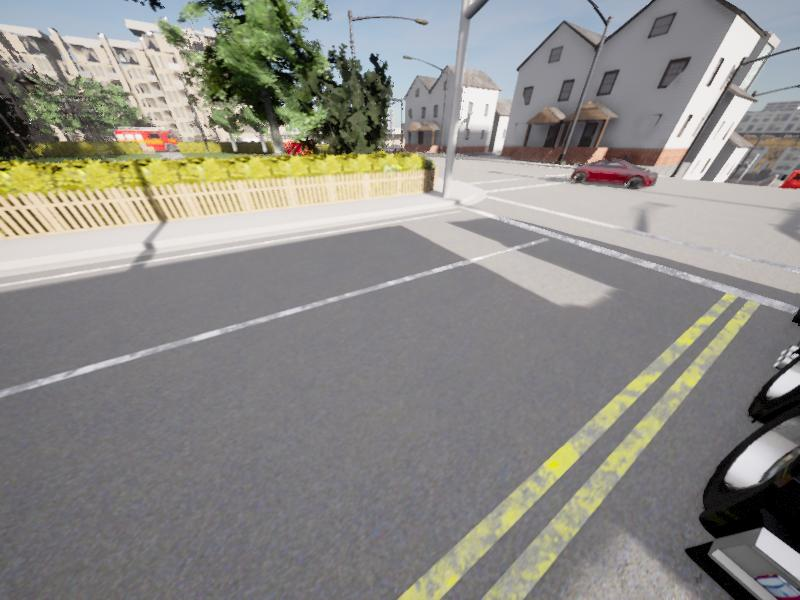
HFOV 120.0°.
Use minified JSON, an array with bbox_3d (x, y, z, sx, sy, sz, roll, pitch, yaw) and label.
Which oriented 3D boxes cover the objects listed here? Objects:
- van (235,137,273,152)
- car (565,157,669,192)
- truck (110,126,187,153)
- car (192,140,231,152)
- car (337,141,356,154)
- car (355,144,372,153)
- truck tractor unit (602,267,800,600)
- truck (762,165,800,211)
[{"bbox_3d":[-31.171,-33.308,49.488,6.366,2.431,2.351,-17,39,-23],"label":"van"},{"bbox_3d":[12.883,-7.706,13.983,4.181,1.385,1.994,30,44,35],"label":"car"},{"bbox_3d":[-45.713,-29.433,42.578,8.468,3.827,2.891,-17,38,-23],"label":"truck"},{"bbox_3d":[-37.794,-31.105,46.602,5.566,2.045,2.150,-17,38,-23],"label":"car"},{"bbox_3d":[-10.461,-29.777,45.055,1.932,1.855,4.605,-17,39,-23],"label":"car"},{"bbox_3d":[-7.389,-30.498,46.504,1.812,1.442,4.674,-18,39,-24],"label":"car"},{"bbox_3d":[5.114,-0.298,0.773,6.516,4.208,3.053,-18,39,-24],"label":"truck tractor unit"},{"bbox_3d":[33.494,-9.206,19.303,5.204,2.467,2.627,-5,32,-32],"label":"truck"}]
